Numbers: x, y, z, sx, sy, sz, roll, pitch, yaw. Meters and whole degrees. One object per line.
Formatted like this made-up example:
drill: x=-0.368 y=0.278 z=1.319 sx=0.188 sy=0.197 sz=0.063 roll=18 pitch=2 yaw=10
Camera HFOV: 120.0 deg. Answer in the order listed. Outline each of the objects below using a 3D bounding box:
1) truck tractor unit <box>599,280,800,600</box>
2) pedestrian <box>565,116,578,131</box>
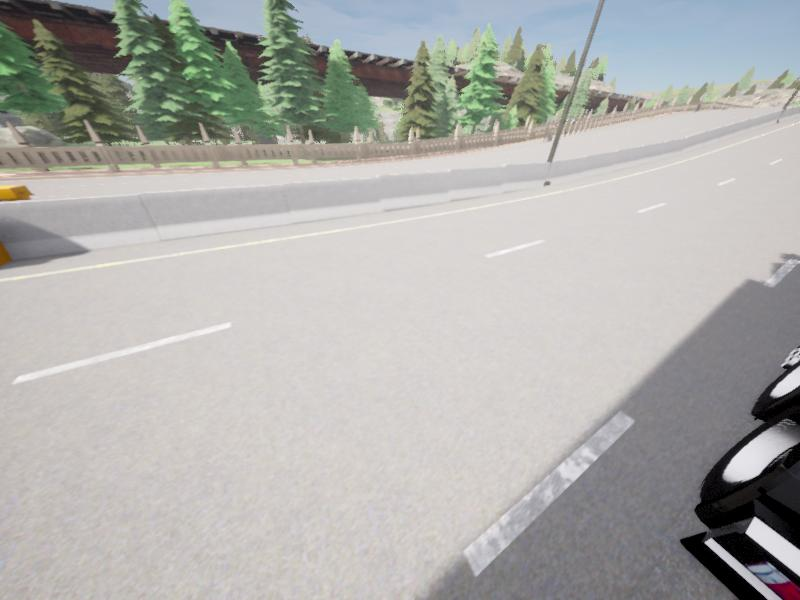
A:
truck tractor unit: x=5.131 y=-0.283 z=0.724 sx=6.516 sy=4.208 sz=3.053 roll=-18 pitch=39 yaw=-22
pedestrian: x=26.255 y=-26.924 z=35.300 sx=0.751 sy=1.860 sz=0.751 roll=-16 pitch=38 yaw=-23
